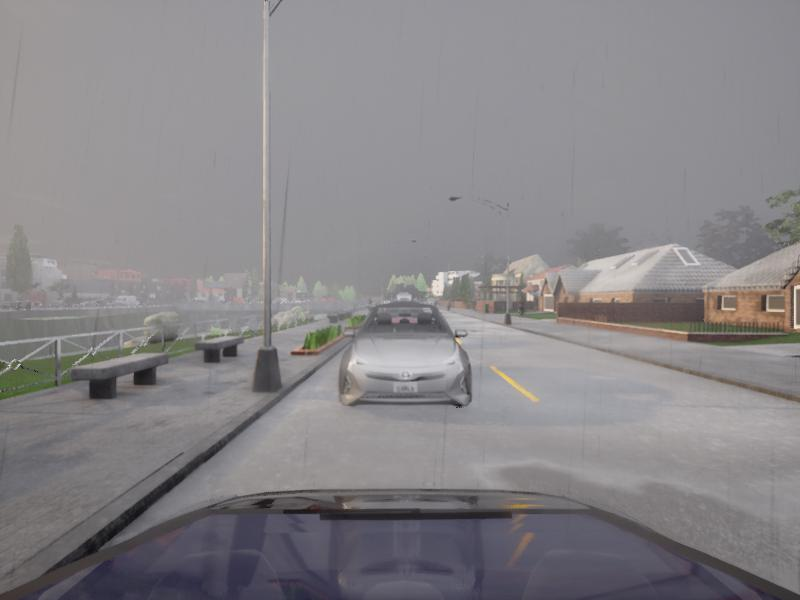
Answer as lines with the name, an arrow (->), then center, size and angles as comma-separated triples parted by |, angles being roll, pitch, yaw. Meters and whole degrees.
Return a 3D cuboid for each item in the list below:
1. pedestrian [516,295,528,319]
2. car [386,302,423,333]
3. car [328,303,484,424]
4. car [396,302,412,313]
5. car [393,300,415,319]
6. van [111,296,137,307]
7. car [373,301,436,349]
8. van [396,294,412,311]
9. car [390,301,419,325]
pedestrian -> 9.499, 0.523, 31.179 | 0.751, 1.860, 0.751 | 0, 0, 0
car -> 0.238, 0.848, 21.533 | 1.816, 1.474, 4.193 | 0, 0, 1
car -> 0.090, 0.826, 7.395 | 2.007, 1.525, 4.514 | 0, 0, 0
car -> 0.529, 0.893, 49.870 | 1.994, 1.385, 4.181 | 0, 0, 1
car -> 0.389, 0.812, 36.423 | 1.882, 1.535, 5.008 | 0, 0, 1
van -> -64.706, 0.272, 93.872 | 1.988, 2.561, 5.915 | 0, 0, 1
car -> 0.171, 0.824, 15.173 | 2.007, 1.525, 4.514 | 0, 0, 1
van -> 0.659, 0.358, 62.820 | 2.351, 2.431, 6.366 | 0, 0, 1
car -> 0.293, 0.817, 27.135 | 1.845, 1.501, 3.633 | 0, 0, 1
